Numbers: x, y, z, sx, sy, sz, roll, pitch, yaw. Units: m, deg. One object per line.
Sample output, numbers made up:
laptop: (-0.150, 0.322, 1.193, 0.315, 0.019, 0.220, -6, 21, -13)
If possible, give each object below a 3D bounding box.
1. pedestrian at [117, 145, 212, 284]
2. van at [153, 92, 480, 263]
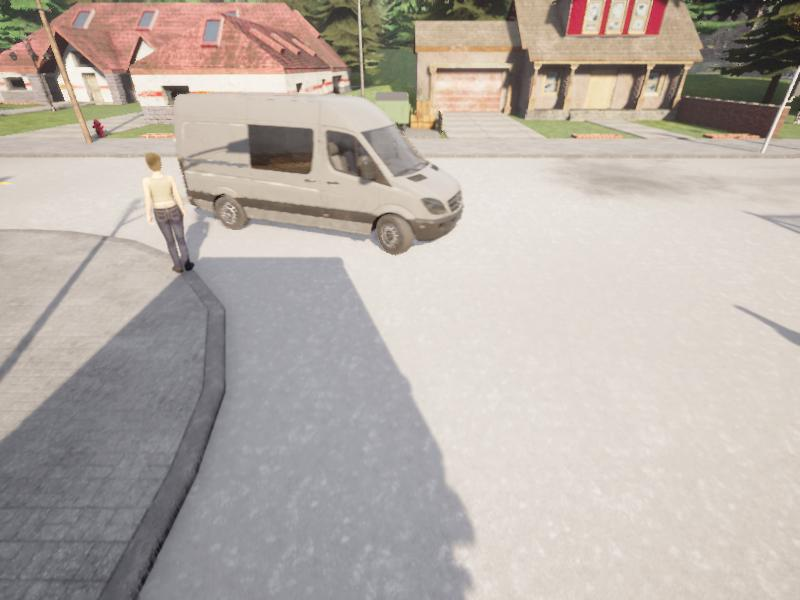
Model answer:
pedestrian: (-3.575, -1.304, 6.147, 0.751, 1.860, 0.751, -17, 34, -27)
van: (-1.622, -2.743, 8.193, 5.915, 2.561, 1.988, 11, 30, 18)
